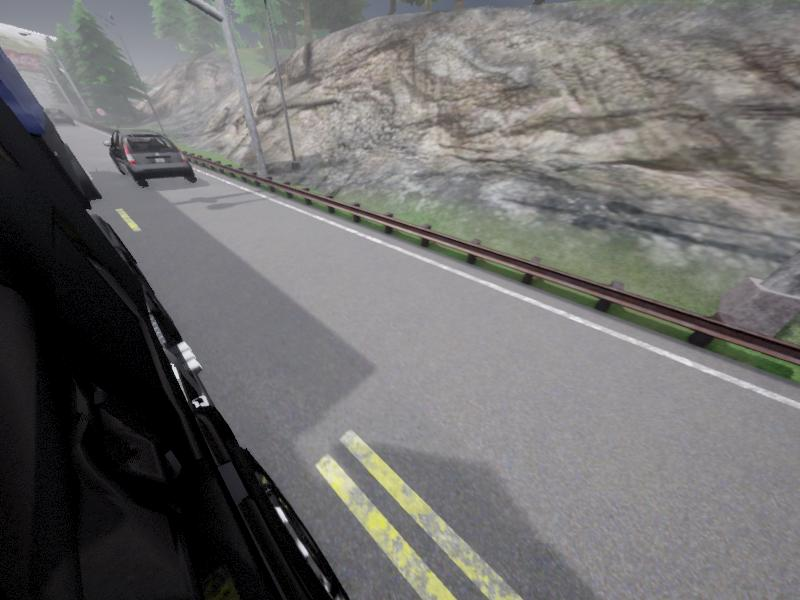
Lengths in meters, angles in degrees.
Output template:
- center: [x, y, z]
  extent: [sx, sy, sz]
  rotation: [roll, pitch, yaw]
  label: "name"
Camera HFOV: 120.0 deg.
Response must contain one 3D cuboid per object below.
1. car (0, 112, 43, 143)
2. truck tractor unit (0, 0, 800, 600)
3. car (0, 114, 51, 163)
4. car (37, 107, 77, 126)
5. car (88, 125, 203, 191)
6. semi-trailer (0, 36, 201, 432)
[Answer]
- center: [-26.976, -11.874, 15.830]
  extent: [4.902, 1.511, 2.128]
  rotation: [28, 43, 28]
  label: "car"
- center: [-2.645, -0.295, 0.352]
  extent: [6.516, 4.208, 3.053]
  rotation: [28, 44, 30]
  label: "truck tractor unit"
- center: [-19.150, -7.821, 11.032]
  extent: [4.856, 1.649, 2.033]
  rotation: [28, 43, 28]
  label: "car"
- center: [-45.473, -24.321, 30.631]
  extent: [4.611, 1.667, 2.242]
  rotation: [28, 43, 28]
  label: "car"
- center: [-9.815, -5.603, 8.946]
  extent: [3.988, 1.617, 1.851]
  rotation: [28, 43, 28]
  label: "car"
- center: [-8.644, -3.707, 4.182]
  extent: [14.254, 4.402, 2.717]
  rotation: [29, 44, 29]
  label: "semi-trailer"
